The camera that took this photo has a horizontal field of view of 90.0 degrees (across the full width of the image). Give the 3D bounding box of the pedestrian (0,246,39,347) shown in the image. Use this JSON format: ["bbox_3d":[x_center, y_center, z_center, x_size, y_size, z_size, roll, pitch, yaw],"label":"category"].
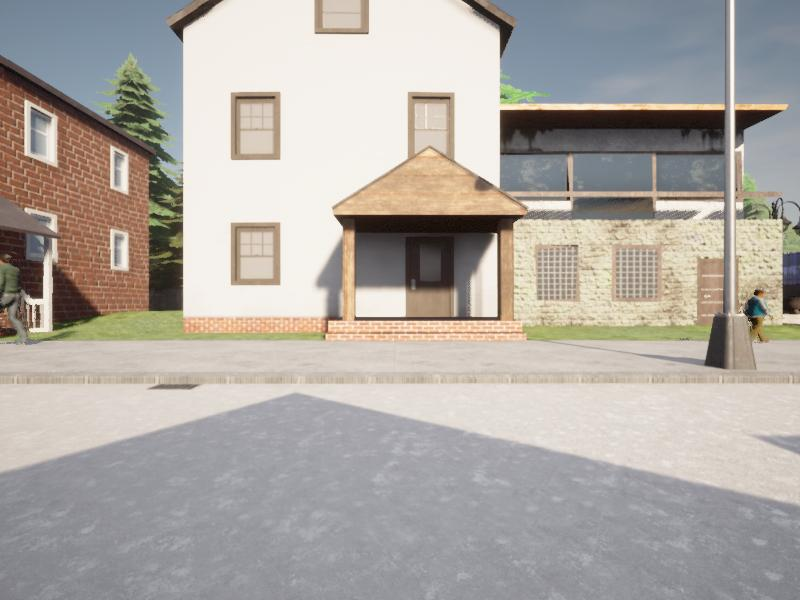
[{"bbox_3d":[-7.744,-0.067,7.793,0.751,1.860,0.751,0,0,4],"label":"pedestrian"}]

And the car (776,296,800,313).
[{"bbox_3d":[30.883,0.344,29.538,1.895,1.301,4.718,0,0,1],"label":"car"}]

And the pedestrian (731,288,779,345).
[{"bbox_3d":[6.995,0.313,7.898,0.500,1.100,0.500,0,0,2],"label":"pedestrian"}]

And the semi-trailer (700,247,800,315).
[{"bbox_3d":[26.893,-1.217,26.828,2.717,4.402,14.254,0,0,-1],"label":"semi-trailer"}]
